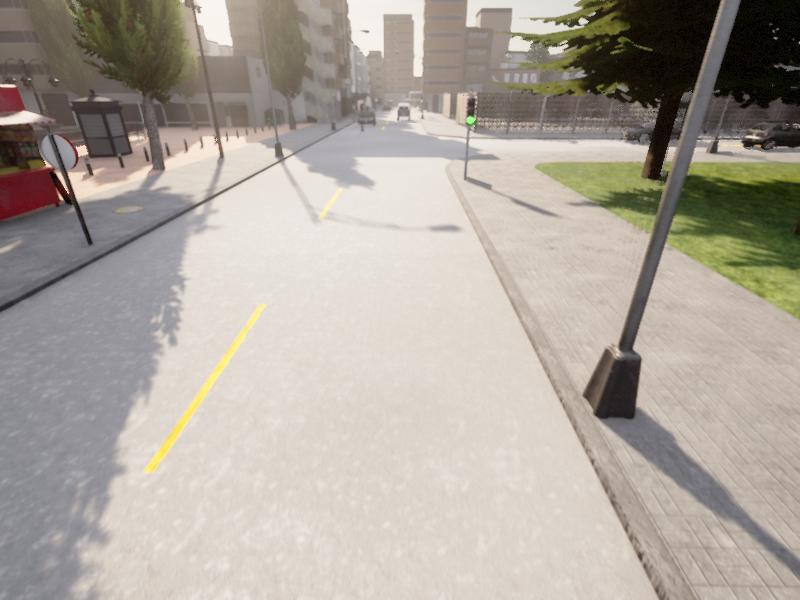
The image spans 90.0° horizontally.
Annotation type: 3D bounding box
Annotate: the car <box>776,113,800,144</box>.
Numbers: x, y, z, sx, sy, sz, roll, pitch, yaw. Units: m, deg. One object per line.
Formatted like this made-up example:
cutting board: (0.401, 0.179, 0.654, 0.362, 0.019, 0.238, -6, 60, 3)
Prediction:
car: (29.690, -11.977, 27.889, 4.605, 1.855, 1.932, 0, 27, -1)

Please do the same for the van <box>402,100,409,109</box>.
van: (1.316, -49.844, 102.102, 1.775, 1.987, 4.442, 0, 27, 1)

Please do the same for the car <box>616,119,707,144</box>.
car: (18.292, -11.897, 28.163, 4.892, 1.490, 1.837, 0, 27, 0)

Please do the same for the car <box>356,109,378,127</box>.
car: (-3.612, -20.292, 44.520, 2.007, 1.525, 4.514, 0, 27, 0)

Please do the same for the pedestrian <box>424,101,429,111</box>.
pedestrian: (5.207, -38.087, 78.535, 0.751, 1.860, 0.751, -10, 29, -18)

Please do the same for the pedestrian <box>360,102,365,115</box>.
pedestrian: (-6.220, -31.464, 65.657, 0.751, 1.860, 0.751, -3, 27, -5)

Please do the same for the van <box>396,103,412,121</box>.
van: (0.527, -25.569, 54.240, 2.069, 2.038, 4.480, 1, 27, 1)

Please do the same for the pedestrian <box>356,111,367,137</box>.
pedestrian: (-3.020, -13.909, 31.658, 0.751, 1.860, 0.751, 0, 27, -1)

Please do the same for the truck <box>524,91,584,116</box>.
truck: (25.988, -33.342, 67.881, 8.468, 3.827, 2.891, 0, 27, 1)

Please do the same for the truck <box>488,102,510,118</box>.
truck: (14.546, -28.182, 59.173, 2.069, 2.038, 4.478, 0, 27, 1)

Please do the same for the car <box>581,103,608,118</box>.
car: (28.292, -27.717, 58.425, 1.905, 1.878, 3.866, 0, 27, 1)

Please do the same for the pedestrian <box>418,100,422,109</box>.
pedestrian: (4.571, -43.930, 89.946, 0.751, 1.860, 0.751, 8, 28, 14)

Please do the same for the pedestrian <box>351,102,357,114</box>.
pedestrian: (-7.745, -32.420, 67.522, 0.751, 1.860, 0.751, -1, 27, -2)

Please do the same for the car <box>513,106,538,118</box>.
car: (18.504, -27.805, 59.117, 2.033, 1.415, 5.357, 0, 27, 1)

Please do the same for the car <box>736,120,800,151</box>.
car: (23.561, -10.066, 24.462, 3.988, 1.617, 1.851, 1, 27, 1)

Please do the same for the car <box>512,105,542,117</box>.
car: (18.728, -27.795, 58.939, 3.705, 1.547, 1.789, 0, 27, 1)
